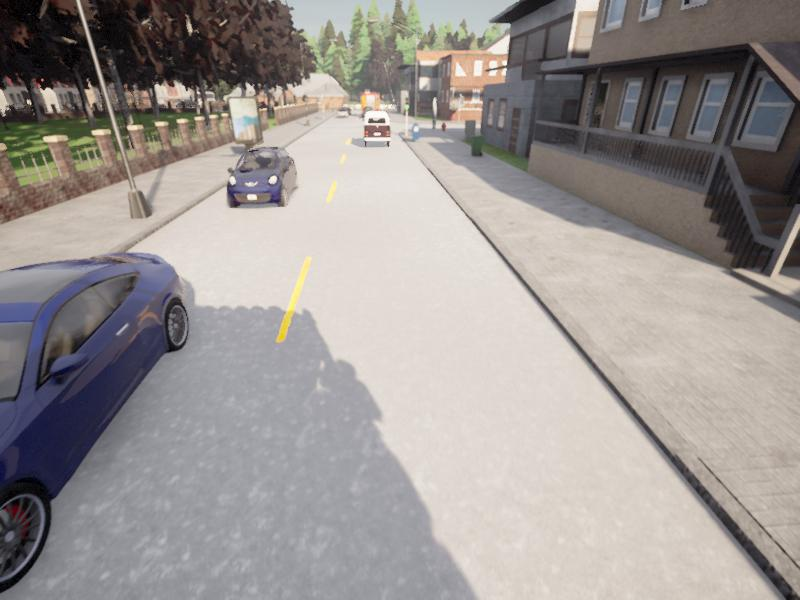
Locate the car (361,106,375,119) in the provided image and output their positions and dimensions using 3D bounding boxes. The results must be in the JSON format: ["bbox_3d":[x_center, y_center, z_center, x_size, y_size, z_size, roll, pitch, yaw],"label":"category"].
[{"bbox_3d":[-4.588,-27.171,57.991,1.851,1.617,3.988,0,27,-1],"label":"car"}]

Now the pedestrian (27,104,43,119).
[{"bbox_3d":[-48.437,-24.999,53.070,0.751,1.860,0.751,-1,27,-3],"label":"pedestrian"}]

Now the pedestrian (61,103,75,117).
[{"bbox_3d":[-48.937,-28.027,58.987,0.751,1.860,0.751,-2,27,-4],"label":"pedestrian"}]

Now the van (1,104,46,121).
[{"bbox_3d":[-53.576,-26.748,57.050,2.069,2.038,4.480,-2,27,-4],"label":"van"}]

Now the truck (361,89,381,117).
[{"bbox_3d":[-4.781,-31.759,64.522,2.891,3.827,8.468,-2,27,-4],"label":"truck"}]

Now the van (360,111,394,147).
[{"bbox_3d":[-1.621,-11.907,27.675,2.069,2.038,4.480,-2,26,-4],"label":"van"}]

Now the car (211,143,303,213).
[{"bbox_3d":[-4.362,-4.033,12.853,1.845,1.501,3.633,-2,27,-4],"label":"car"}]

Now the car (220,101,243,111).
[{"bbox_3d":[-36.389,-41.972,86.480,3.866,1.878,1.905,-2,27,-4],"label":"car"}]

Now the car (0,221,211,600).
[{"bbox_3d":[-3.677,0.616,3.866,1.812,1.442,4.674,-2,27,-5],"label":"car"}]

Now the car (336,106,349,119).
[{"bbox_3d":[-8.520,-27.909,59.507,1.845,1.501,3.633,-3,27,-5],"label":"car"}]

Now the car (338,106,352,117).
[{"bbox_3d":[-8.992,-31.270,66.223,2.033,1.411,5.357,-2,27,-5],"label":"car"}]
